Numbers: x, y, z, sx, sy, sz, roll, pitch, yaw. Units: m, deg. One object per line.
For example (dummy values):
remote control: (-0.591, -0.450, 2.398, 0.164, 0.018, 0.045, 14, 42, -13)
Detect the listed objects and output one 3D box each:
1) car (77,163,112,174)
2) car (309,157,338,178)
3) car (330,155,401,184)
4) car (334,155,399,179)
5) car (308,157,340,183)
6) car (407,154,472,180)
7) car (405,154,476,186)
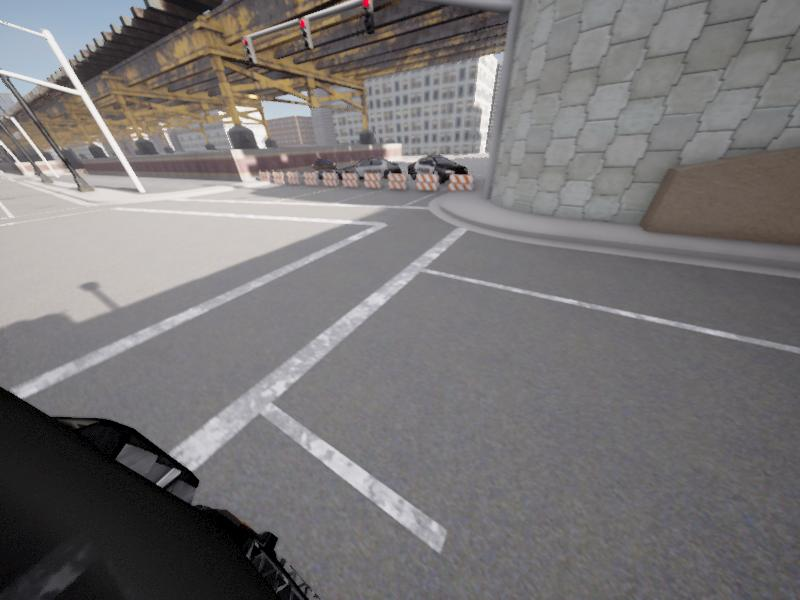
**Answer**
car: (-65.984, -28.514, 50.040, 2.038, 1.542, 4.974, -10, 34, -11)
car: (-6.424, -11.334, 19.627, 1.853, 1.218, 4.536, -10, 34, -11)
car: (-2.484, -9.968, 17.573, 4.974, 1.542, 2.038, -5, 34, -3)
car: (-2.439, -10.103, 17.488, 4.536, 1.218, 1.853, -5, 34, -3)
car: (-6.404, -11.176, 19.672, 2.038, 1.542, 4.974, -10, 34, -11)
car: (2.458, -9.097, 15.619, 1.853, 1.218, 4.536, -19, 37, -23)
car: (2.490, -8.942, 15.668, 2.038, 1.542, 4.974, -19, 37, -23)
